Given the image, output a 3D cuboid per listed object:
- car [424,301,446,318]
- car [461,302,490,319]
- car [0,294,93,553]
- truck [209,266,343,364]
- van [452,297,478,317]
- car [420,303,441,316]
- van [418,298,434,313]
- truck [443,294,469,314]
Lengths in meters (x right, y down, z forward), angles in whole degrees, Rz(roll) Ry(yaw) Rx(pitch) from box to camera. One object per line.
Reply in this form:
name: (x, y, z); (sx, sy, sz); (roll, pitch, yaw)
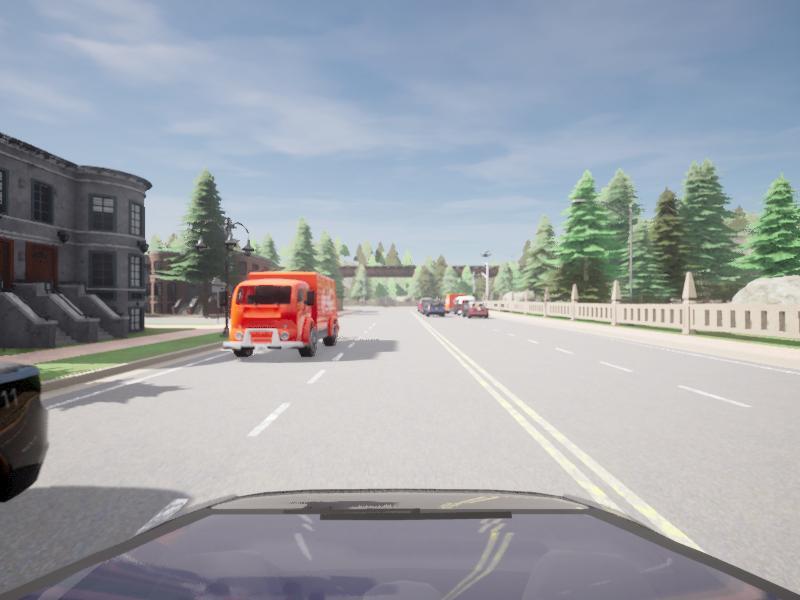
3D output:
car: (3.491, 0.902, 40.289); (1.851, 1.617, 3.988); (0, 0, 0)
car: (6.991, 0.959, 37.279); (1.970, 1.475, 3.806); (0, 0, 0)
car: (-3.501, 0.776, 0.681); (1.930, 1.638, 5.238); (0, 0, 0)
truck: (-3.504, 0.395, 12.690); (2.627, 2.467, 5.204); (0, 0, 0)
van: (6.989, 0.694, 43.529); (2.069, 2.038, 4.480); (0, 0, 0)
car: (3.489, 1.027, 47.048); (2.033, 1.411, 5.357); (0, 0, 0)
van: (3.485, 0.750, 54.152); (1.775, 1.987, 4.442); (0, 0, 0)
truck: (6.989, 0.498, 50.469); (2.627, 2.467, 5.204); (0, 0, 0)
